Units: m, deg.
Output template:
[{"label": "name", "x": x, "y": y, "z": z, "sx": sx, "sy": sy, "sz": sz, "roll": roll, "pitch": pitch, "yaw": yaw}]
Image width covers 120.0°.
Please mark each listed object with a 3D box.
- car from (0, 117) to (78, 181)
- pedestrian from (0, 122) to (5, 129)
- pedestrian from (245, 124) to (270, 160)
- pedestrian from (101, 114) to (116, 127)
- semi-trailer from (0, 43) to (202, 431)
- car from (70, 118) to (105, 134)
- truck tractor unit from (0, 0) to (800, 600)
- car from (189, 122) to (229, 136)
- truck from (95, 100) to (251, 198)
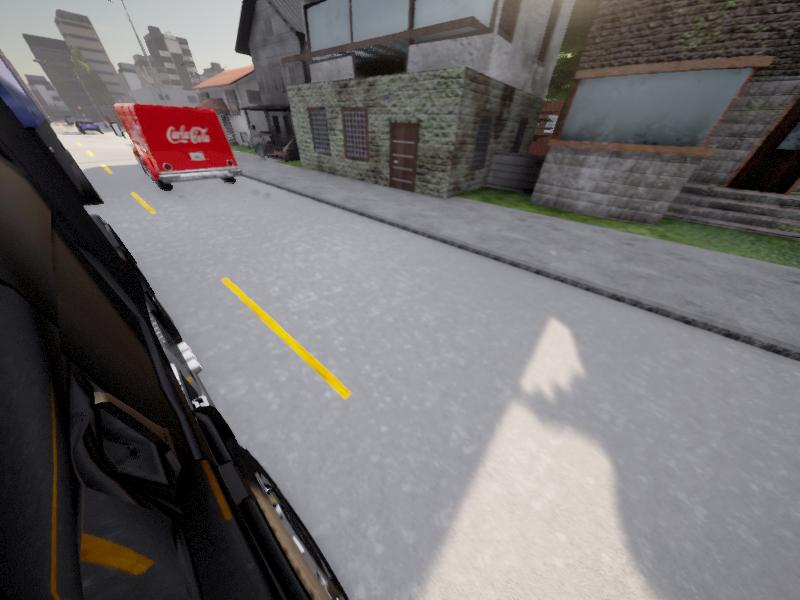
[{"label": "car", "x": -16.063, "y": -6.596, "z": 9.878, "sx": 4.605, "sy": 1.855, "sz": 1.932, "roll": 29, "pitch": 44, "yaw": 31}, {"label": "pedestrian", "x": -50.808, "y": -22.528, "z": 28.779, "sx": 0.751, "sy": 1.860, "sz": 0.751, "roll": 27, "pitch": 43, "yaw": 29}, {"label": "pedestrian", "x": -8.976, "y": -9.968, "z": 14.610, "sx": 0.751, "sy": 1.860, "sz": 0.751, "roll": -22, "pitch": 43, "yaw": -29}, {"label": "pedestrian", "x": -54.204, "y": -33.326, "z": 42.960, "sx": 0.751, "sy": 1.860, "sz": 0.751, "roll": 21, "pitch": 41, "yaw": 23}, {"label": "semi-trailer", "x": -8.700, "y": -3.602, "z": 4.226, "sx": 14.254, "sy": 4.402, "sz": 2.717, "roll": 28, "pitch": 44, "yaw": 30}, {"label": "car", "x": -40.572, "y": -22.583, "z": 29.973, "sx": 4.514, "sy": 1.525, "sz": 2.007, "roll": 28, "pitch": 44, "yaw": 30}, {"label": "truck tractor unit", "x": -2.645, "y": -0.295, "z": 0.352, "sx": 6.516, "sy": 4.208, "sz": 3.053, "roll": 28, "pitch": 44, "yaw": 30}, {"label": "car", "x": -28.807, "y": -25.801, "z": 34.918, "sx": 1.851, "sy": 1.617, "sz": 3.988, "roll": 28, "pitch": 44, "yaw": 30}, {"label": "truck", "x": -8.833, "y": -6.019, "z": 9.063, "sx": 5.204, "sy": 2.467, "sz": 2.627, "roll": 28, "pitch": 44, "yaw": 30}]
